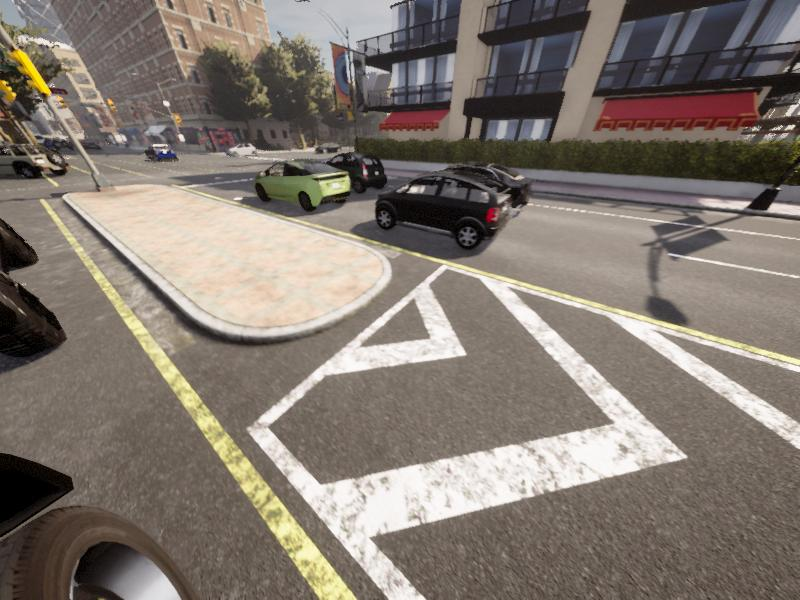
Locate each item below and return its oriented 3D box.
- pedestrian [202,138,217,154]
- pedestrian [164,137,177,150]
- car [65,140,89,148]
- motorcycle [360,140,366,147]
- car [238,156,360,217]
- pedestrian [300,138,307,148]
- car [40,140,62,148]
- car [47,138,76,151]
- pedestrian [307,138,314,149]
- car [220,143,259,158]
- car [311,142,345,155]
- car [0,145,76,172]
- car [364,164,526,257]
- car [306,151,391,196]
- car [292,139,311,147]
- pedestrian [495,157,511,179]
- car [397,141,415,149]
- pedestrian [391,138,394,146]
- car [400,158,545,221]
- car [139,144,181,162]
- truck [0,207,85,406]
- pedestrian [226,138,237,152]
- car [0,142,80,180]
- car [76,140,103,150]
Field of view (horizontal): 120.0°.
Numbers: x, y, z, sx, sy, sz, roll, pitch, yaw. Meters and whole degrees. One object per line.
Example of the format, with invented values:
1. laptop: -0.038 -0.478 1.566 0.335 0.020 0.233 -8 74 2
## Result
1. pedestrian: -27.562 -22.312 33.429 0.751 1.860 0.751 19 39 24
2. pedestrian: -41.152 -28.012 41.409 0.751 1.860 0.751 23 41 28
3. car: -71.828 -34.702 51.327 4.902 1.511 2.128 22 41 28
4. motorcycle: -10.233 -43.364 64.016 0.764 1.277 2.356 -5 34 9
5. car: -4.015 -4.716 9.245 4.514 1.525 2.007 22 41 28
6. pedestrian: -21.936 -35.621 52.356 0.751 1.860 0.751 26 43 32
7. car: -75.344 -33.687 49.823 4.193 1.474 1.816 22 41 28
8. car: -60.799 -27.937 41.440 4.605 1.855 1.932 22 41 28
9. pedestrian: -18.810 -33.018 48.687 0.751 1.860 0.751 3 35 4
10. car: -21.307 -20.036 30.842 1.845 1.501 3.633 22 40 28
11. car: -11.558 -24.563 37.385 2.163 1.488 4.792 22 41 28
12. car: -30.512 -11.439 18.573 2.038 1.542 4.974 0 35 0
13. car: 1.054 -2.668 6.356 3.705 1.549 1.789 22 41 28
14. car: -2.645 -6.655 11.938 3.988 1.617 1.851 22 41 28
15. car: -27.286 -43.407 63.950 4.611 1.667 2.242 22 41 28
16. pedestrian: 6.280 -8.050 14.121 0.500 1.100 0.500 22 41 28
17. car: 1.535 -38.968 57.958 2.128 1.511 4.902 22 41 28
18. pedestrian: -2.152 -45.460 66.473 0.751 1.860 0.751 -21 41 -28
19. car: 2.541 -4.499 9.017 4.892 1.490 1.837 22 41 28
20. car: -26.667 -16.361 25.631 3.806 1.475 1.970 22 41 28
21. truck: -6.981 -0.537 2.792 6.274 2.098 2.390 22 41 28
22. pedestrian: -27.313 -25.103 37.391 0.751 1.860 0.751 -10 37 -15
23. car: -24.407 -8.739 14.487 4.605 1.855 1.932 -5 36 -8
24. car: -59.721 -29.841 44.401 4.974 1.542 2.038 22 41 28
